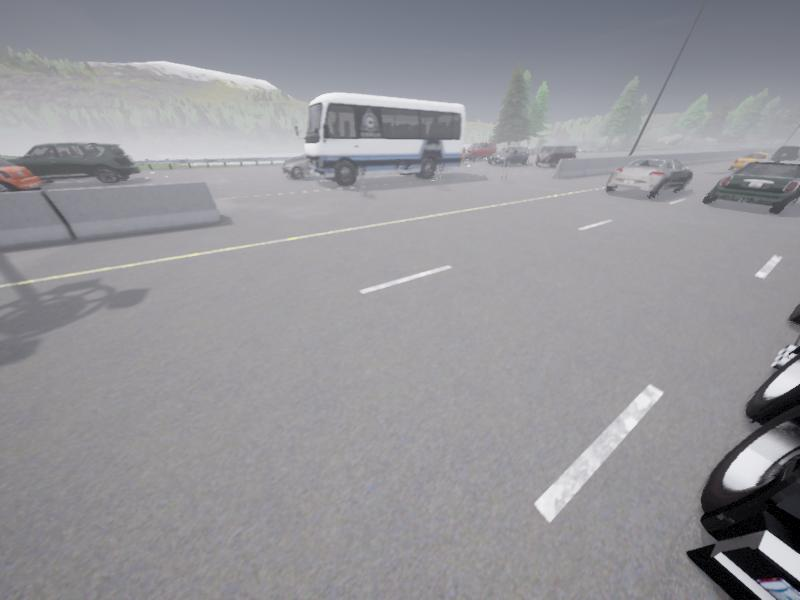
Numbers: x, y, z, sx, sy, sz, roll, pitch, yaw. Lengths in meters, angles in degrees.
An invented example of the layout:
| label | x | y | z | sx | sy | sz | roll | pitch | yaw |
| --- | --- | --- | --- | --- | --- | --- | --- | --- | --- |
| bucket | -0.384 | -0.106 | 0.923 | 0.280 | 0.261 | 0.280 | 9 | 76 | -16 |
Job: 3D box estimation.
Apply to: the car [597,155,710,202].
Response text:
| label | x | y | z | sx | sy | sz | roll | pitch | yaw |
| --- | --- | --- | --- | --- | --- | --- | --- | --- | --- |
| car | 13.090 | -6.458 | 11.983 | 5.027 | 1.651 | 2.152 | -18 | 39 | -24 |

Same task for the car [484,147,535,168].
| label | x | y | z | sx | sy | sz | roll | pitch | yaw |
| --- | --- | --- | --- | --- | --- | --- | --- | --- | --- |
| car | 11.648 | -15.241 | 24.558 | 4.611 | 1.667 | 2.242 | -18 | 39 | -25 |

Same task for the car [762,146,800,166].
| label | x | y | z | sx | sy | sz | roll | pitch | yaw |
| --- | --- | --- | --- | --- | --- | --- | --- | --- | --- |
| car | 46.552 | -17.488 | 27.899 | 3.866 | 1.878 | 1.905 | -18 | 39 | -24 |

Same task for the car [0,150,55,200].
| label | x | y | z | sx | sy | sz | roll | pitch | yaw |
| --- | --- | --- | --- | --- | --- | --- | --- | --- | --- |
| car | -19.277 | -5.209 | 9.756 | 4.553 | 1.767 | 2.097 | -18 | 39 | -24 |

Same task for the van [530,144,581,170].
| label | x | y | z | sx | sy | sz | roll | pitch | yaw |
| --- | --- | --- | --- | --- | --- | --- | --- | --- | --- |
| van | 15.442 | -14.301 | 22.955 | 4.442 | 1.987 | 1.775 | -18 | 39 | -24 |

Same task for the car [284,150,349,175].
| label | x | y | z | sx | sy | sz | roll | pitch | yaw |
| --- | --- | --- | --- | --- | --- | --- | --- | --- | --- |
| car | -6.797 | -11.476 | 19.109 | 4.514 | 1.525 | 2.007 | -18 | 39 | -24 |

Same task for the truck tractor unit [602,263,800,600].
| label | x | y | z | sx | sy | sz | roll | pitch | yaw |
| --- | --- | --- | --- | --- | --- | --- | --- | --- | --- |
| truck tractor unit | 5.111 | -0.301 | 0.788 | 6.516 | 4.208 | 3.053 | -18 | 39 | -24 |

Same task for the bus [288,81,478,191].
| label | x | y | z | sx | sy | sz | roll | pitch | yaw |
| --- | --- | --- | --- | --- | --- | --- | --- | --- | --- |
| bus | -0.692 | -9.884 | 14.491 | 10.273 | 4.253 | 3.944 | -18 | 39 | -25 |

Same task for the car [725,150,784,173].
| label | x | y | z | sx | sy | sz | roll | pitch | yaw |
| --- | --- | --- | --- | --- | --- | --- | --- | --- | --- |
| car | 33.036 | -12.943 | 21.516 | 5.366 | 1.575 | 1.801 | -18 | 39 | -24 |

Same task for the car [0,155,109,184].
| label | x | y | z | sx | sy | sz | roll | pitch | yaw |
| --- | --- | --- | --- | --- | --- | --- | --- | --- | --- |
| car | -22.821 | -8.467 | 14.845 | 4.718 | 1.301 | 1.895 | -18 | 39 | -24 |

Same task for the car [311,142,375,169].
| label | x | y | z | sx | sy | sz | roll | pitch | yaw |
| --- | --- | --- | --- | --- | --- | --- | --- | --- | --- |
| car | -5.486 | -14.426 | 22.906 | 5.566 | 2.045 | 2.150 | -18 | 39 | -24 |

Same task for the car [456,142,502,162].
| label | x | y | z | sx | sy | sz | roll | pitch | yaw |
| --- | --- | --- | --- | --- | --- | --- | --- | --- | --- |
| car | 10.422 | -19.610 | 30.501 | 5.566 | 2.045 | 2.150 | -18 | 39 | -25 |

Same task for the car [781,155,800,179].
| label | x | y | z | sx | sy | sz | roll | pitch | yaw |
| --- | --- | --- | --- | --- | --- | --- | --- | --- | --- |
| car | 31.657 | -10.141 | 17.567 | 3.806 | 1.475 | 1.970 | -18 | 39 | -24 |

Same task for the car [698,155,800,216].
| label | x | y | z | sx | sy | sz | roll | pitch | yaw |
| --- | --- | --- | --- | --- | --- | --- | --- | --- | --- |
| car | 15.497 | -5.005 | 9.762 | 4.553 | 1.767 | 2.097 | -18 | 39 | -25 |

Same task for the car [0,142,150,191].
| label | x | y | z | sx | sy | sz | roll | pitch | yaw |
| --- | --- | --- | --- | --- | --- | --- | --- | --- | --- |
| car | -18.859 | -7.757 | 13.206 | 5.566 | 2.045 | 2.150 | -18 | 39 | -25 |

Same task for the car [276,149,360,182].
| label | x | y | z | sx | sy | sz | roll | pitch | yaw |
| --- | --- | --- | --- | --- | --- | --- | --- | --- | --- |
| car | -5.632 | -9.587 | 16.318 | 5.027 | 1.651 | 2.152 | -18 | 39 | -24 |
